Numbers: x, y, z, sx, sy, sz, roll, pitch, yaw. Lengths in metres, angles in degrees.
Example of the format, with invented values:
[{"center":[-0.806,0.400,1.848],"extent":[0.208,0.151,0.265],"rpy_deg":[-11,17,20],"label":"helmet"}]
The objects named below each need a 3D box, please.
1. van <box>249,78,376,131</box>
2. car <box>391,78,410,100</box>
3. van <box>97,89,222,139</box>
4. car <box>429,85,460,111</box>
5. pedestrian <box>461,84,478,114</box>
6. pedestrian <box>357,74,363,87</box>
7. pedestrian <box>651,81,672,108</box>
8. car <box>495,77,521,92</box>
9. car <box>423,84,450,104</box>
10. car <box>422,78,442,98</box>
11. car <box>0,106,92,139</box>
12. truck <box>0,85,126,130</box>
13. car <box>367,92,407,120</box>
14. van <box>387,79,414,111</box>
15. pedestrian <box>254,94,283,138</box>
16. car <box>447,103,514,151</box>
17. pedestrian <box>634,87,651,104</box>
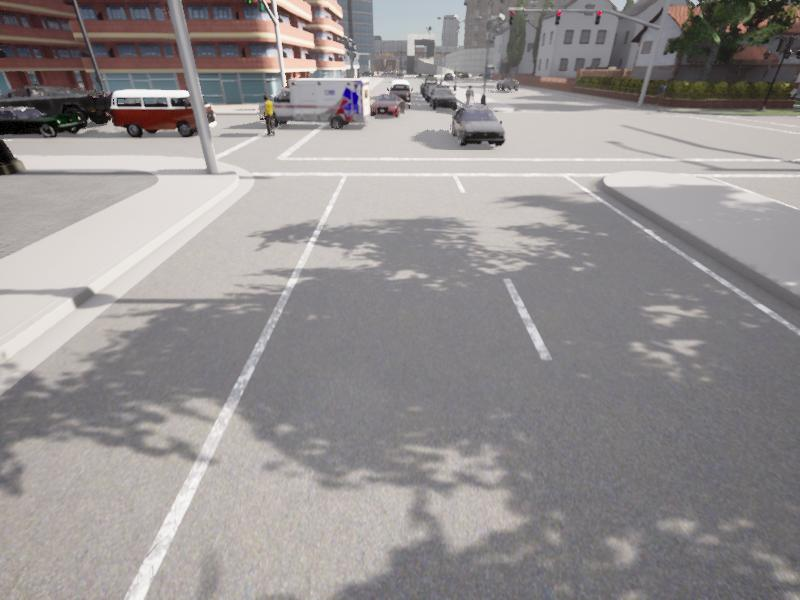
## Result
[{"center":[-4.737,-11.067,22.540],"extent":[6.366,2.431,2.351],"rpy_deg":[3,30,5],"label":"van"},{"center":[0.013,-22.900,43.322],"extent":[1.932,1.855,4.605],"rpy_deg":[0,32,0],"label":"car"},{"center":[-11.609,-9.190,19.709],"extent":[4.480,2.038,2.069],"rpy_deg":[-1,30,-1],"label":"van"},{"center":[3.543,-16.787,33.112],"extent":[1.930,1.638,5.238],"rpy_deg":[0,30,0],"label":"car"},{"center":[5.088,-14.667,29.218],"extent":[0.751,1.860,0.751],"rpy_deg":[25,39,36],"label":"pedestrian"},{"center":[-6.371,-34.884,63.510],"extent":[0.751,1.860,0.751],"rpy_deg":[-1,30,-2],"label":"pedestrian"},{"center":[20.664,-16.246,31.637],"extent":[0.751,1.860,0.751],"rpy_deg":[5,31,9],"label":"pedestrian"},{"center":[15.013,-30.038,55.811],"extent":[2.152,1.651,5.027],"rpy_deg":[0,30,0],"label":"car"},{"center":[3.510,-20.286,39.257],"extent":[2.163,1.488,4.792],"rpy_deg":[0,30,0],"label":"car"},{"center":[3.510,-23.679,44.659],"extent":[1.905,1.878,3.866],"rpy_deg":[0,30,0],"label":"car"},{"center":[-18.534,-8.835,19.839],"extent":[4.718,1.301,1.895],"rpy_deg":[0,30,-1],"label":"car"},{"center":[-19.684,-10.898,22.570],"extent":[6.274,2.098,2.390],"rpy_deg":[0,30,0],"label":"truck"},{"center":[-0.807,-13.661,28.031],"extent":[1.994,1.385,4.181],"rpy_deg":[5,31,9],"label":"car"},{"center":[0.009,-17.075,33.183],"extent":[2.069,2.038,4.480],"rpy_deg":[0,32,0],"label":"van"},{"center":[-6.345,-8.943,19.419],"extent":[0.751,1.860,0.751],"rpy_deg":[16,34,25],"label":"pedestrian"},{"center":[3.504,-8.146,18.569],"extent":[2.033,1.411,5.357],"rpy_deg":[0,30,0],"label":"car"},{"center":[21.079,-17.746,34.747],"extent":[0.751,1.300,0.751],"rpy_deg":[3,30,5],"label":"pedestrian"}]
